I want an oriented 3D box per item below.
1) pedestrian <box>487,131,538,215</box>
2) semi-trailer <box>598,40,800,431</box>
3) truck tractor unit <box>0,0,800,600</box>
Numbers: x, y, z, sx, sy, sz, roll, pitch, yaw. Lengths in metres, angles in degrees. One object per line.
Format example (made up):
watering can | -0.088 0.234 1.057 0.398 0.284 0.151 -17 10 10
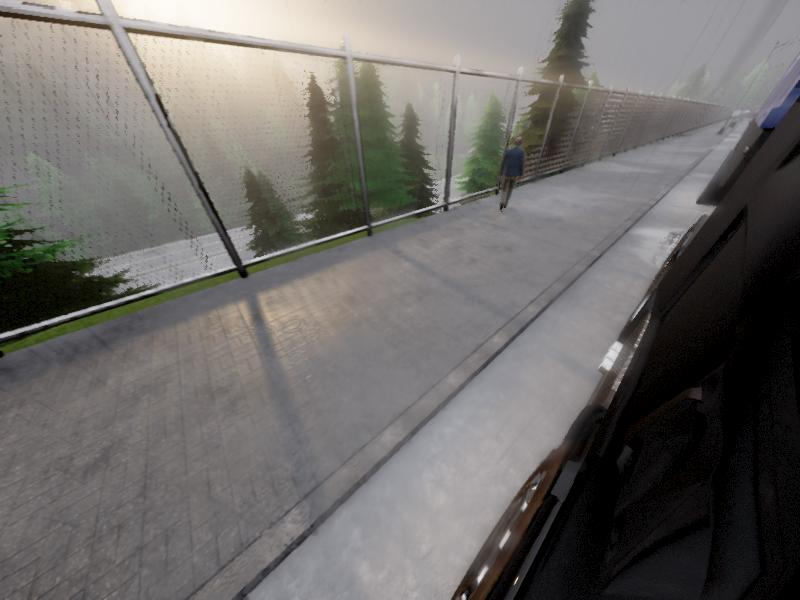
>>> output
pedestrian | 3.003 -3.408 6.260 0.751 1.860 0.751 16 41 23
semi-trailer | 8.693 -3.607 4.236 14.254 4.402 2.717 -28 44 -30
truck tractor unit | 2.645 -0.295 0.351 6.516 4.208 3.053 -28 44 -30
